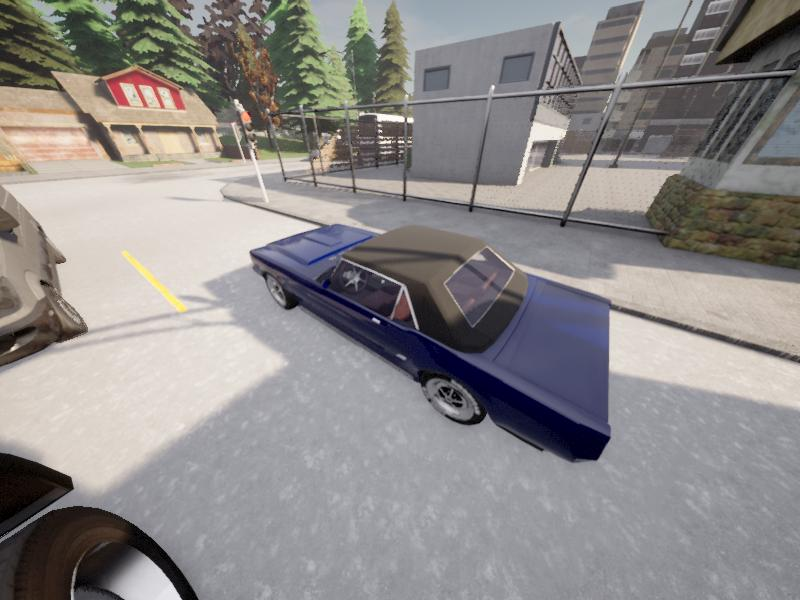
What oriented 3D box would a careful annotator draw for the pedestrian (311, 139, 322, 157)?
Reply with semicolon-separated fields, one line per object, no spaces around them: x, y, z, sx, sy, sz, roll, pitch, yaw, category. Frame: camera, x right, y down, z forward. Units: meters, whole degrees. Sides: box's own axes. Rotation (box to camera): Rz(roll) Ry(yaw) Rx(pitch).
-10.734;-19.489;29.670;0.751;1.860;0.751;22;41;28;pedestrian

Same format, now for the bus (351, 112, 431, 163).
-0.591;-19.517;27.928;3.944;4.253;10.273;22;41;28;bus

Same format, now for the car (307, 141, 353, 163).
-7.754;-16.782;26.056;1.932;1.855;4.605;22;40;27;car

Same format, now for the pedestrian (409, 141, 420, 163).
1.509;-15.117;23.549;0.751;1.860;0.751;-21;40;-27;pedestrian

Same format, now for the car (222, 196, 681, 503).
-0.101;-0.252;3.148;4.718;1.301;1.895;24;41;29;car

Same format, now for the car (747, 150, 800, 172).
34.022;-11.557;19.215;5.357;1.415;2.033;23;41;28;car

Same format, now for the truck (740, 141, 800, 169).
36.461;-13.603;21.596;4.478;2.038;2.069;23;41;28;truck

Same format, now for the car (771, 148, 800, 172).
33.760;-11.563;19.098;1.789;1.547;3.705;23;41;28;car

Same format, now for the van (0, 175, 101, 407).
-6.595;-0.861;2.896;5.915;2.561;1.988;24;41;30;van

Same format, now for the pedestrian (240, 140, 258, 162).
-15.664;-15.521;24.003;0.751;1.860;0.751;22;41;28;pedestrian

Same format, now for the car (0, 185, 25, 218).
-15.201;-3.216;7.025;3.705;1.549;1.789;0;34;-1;car
